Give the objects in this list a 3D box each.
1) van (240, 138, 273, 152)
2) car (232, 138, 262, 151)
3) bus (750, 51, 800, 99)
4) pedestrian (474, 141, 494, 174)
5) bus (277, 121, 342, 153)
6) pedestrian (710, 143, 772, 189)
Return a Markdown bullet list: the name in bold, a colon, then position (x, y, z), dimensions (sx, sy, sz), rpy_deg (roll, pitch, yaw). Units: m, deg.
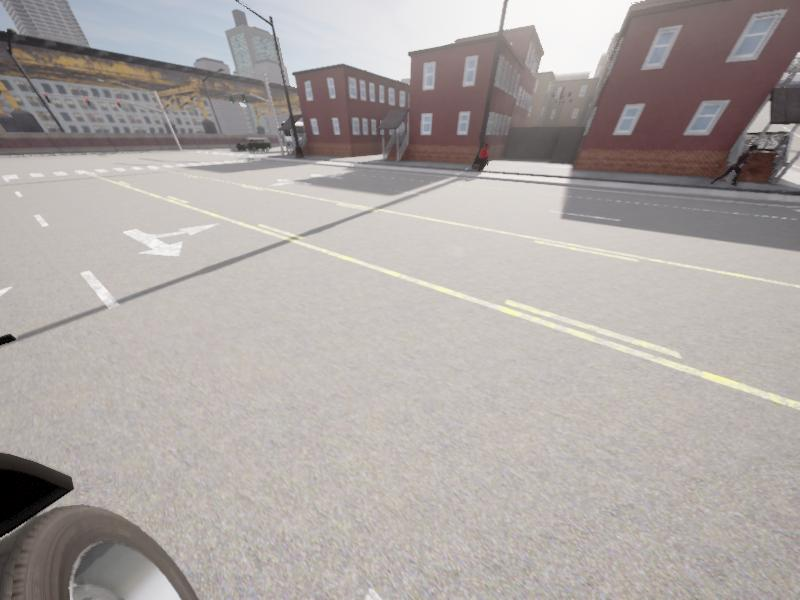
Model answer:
- **van**: position (-25.447, -27.703, 41.154), dimensions (1.775, 1.987, 4.442), rpy_deg (21, 40, 27)
- **car**: position (-28.272, -28.874, 42.874), dimensions (1.905, 1.878, 3.866), rpy_deg (21, 40, 27)
- **bus**: position (52.370, -29.521, 30.069), dimensions (3.944, 4.253, 10.273), rpy_deg (21, 48, 26)
- **pedestrian**: position (5.706, -9.735, 15.759), dimensions (0.751, 1.860, 0.751), rpy_deg (20, 40, 26)
- **bus**: position (-15.929, -29.720, 42.104), dimensions (3.944, 4.253, 10.273), rpy_deg (21, 41, 27)
- **pedestrian**: position (16.507, -6.527, 11.275), dimensions (0.751, 1.860, 0.751), rpy_deg (23, 41, 29)
